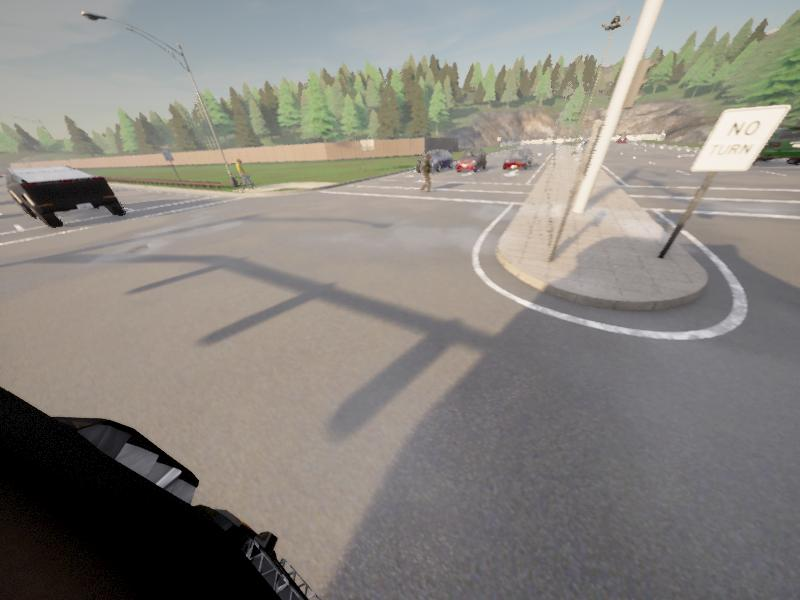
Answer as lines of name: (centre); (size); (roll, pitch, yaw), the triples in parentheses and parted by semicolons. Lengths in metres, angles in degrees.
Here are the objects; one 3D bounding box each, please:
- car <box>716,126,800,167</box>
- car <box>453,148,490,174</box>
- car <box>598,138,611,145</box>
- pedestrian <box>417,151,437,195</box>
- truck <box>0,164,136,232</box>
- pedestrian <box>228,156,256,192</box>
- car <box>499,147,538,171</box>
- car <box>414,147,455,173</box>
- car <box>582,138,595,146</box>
car: (24.985, -10.439, 15.674); (2.150, 2.045, 5.566); (16, 38, 26)
car: (6.293, -12.157, 20.126); (1.851, 1.617, 3.988); (16, 38, 26)
car: (51.508, -39.841, 58.120); (1.895, 1.301, 4.718); (18, 39, 28)
pedestrian: (1.350, -6.410, 11.669); (0.751, 1.860, 0.751); (16, 38, 26)
truck: (-15.487, -4.863, 10.533); (6.274, 2.098, 2.390); (16, 38, 26)
pedestrian: (-9.865, -7.885, 14.492); (0.751, 1.860, 0.751); (-17, 36, -19)
car: (10.440, -12.332, 20.170); (2.163, 1.488, 4.792); (16, 38, 26)
car: (3.343, -13.174, 21.711); (2.097, 1.767, 4.553); (16, 38, 26)
car: (47.593, -39.959, 58.432); (1.837, 1.490, 4.892); (17, 39, 27)
